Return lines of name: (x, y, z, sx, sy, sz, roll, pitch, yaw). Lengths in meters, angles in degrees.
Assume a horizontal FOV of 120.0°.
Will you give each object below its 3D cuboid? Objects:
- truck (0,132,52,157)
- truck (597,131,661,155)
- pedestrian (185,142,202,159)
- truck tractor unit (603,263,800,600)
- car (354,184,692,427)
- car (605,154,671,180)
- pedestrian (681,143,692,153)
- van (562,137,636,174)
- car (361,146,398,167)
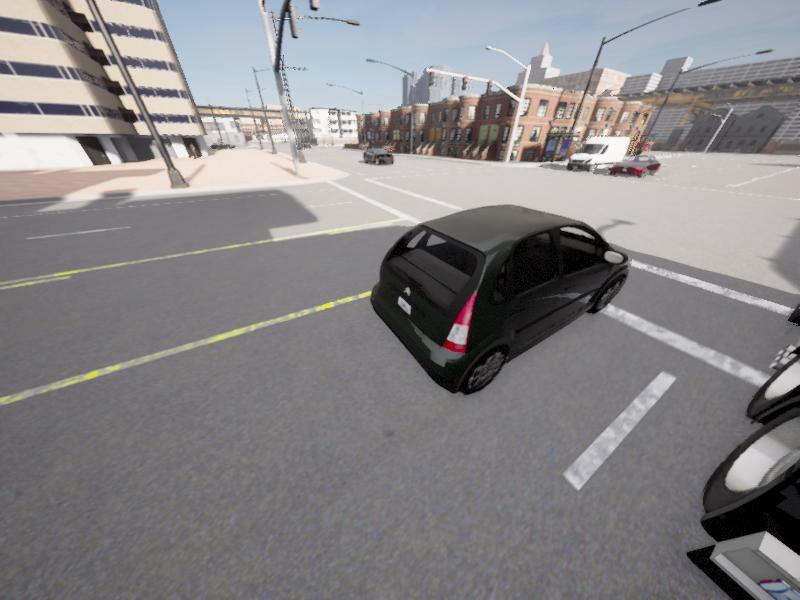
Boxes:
truck: (-76.179, -30.146, 44.759, 8.468, 3.827, 2.891, -20, 40, -25)
truck: (48.751, -33.721, 49.564, 2.891, 3.827, 8.468, -18, 39, -24)
pedestrian: (-26.961, -19.565, 30.215, 0.751, 1.860, 0.751, -8, 36, -12)
truck tractor unit: (5.108, -0.303, 0.789, 6.516, 4.208, 3.053, -18, 39, -24)
car: (1.656, -0.470, 3.292, 3.988, 1.617, 1.851, -19, 39, -25)
car: (18.268, -10.296, 17.772, 4.181, 1.385, 1.994, -19, 39, -25)
pedestrian: (64.655, -34.250, 52.139, 0.751, 1.860, 0.751, -23, 41, -30)
van: (17.711, -13.010, 20.642, 5.915, 2.561, 1.988, -17, 39, -24)
car: (-2.331, -15.850, 25.339, 1.930, 1.638, 5.238, -18, 39, -25)
